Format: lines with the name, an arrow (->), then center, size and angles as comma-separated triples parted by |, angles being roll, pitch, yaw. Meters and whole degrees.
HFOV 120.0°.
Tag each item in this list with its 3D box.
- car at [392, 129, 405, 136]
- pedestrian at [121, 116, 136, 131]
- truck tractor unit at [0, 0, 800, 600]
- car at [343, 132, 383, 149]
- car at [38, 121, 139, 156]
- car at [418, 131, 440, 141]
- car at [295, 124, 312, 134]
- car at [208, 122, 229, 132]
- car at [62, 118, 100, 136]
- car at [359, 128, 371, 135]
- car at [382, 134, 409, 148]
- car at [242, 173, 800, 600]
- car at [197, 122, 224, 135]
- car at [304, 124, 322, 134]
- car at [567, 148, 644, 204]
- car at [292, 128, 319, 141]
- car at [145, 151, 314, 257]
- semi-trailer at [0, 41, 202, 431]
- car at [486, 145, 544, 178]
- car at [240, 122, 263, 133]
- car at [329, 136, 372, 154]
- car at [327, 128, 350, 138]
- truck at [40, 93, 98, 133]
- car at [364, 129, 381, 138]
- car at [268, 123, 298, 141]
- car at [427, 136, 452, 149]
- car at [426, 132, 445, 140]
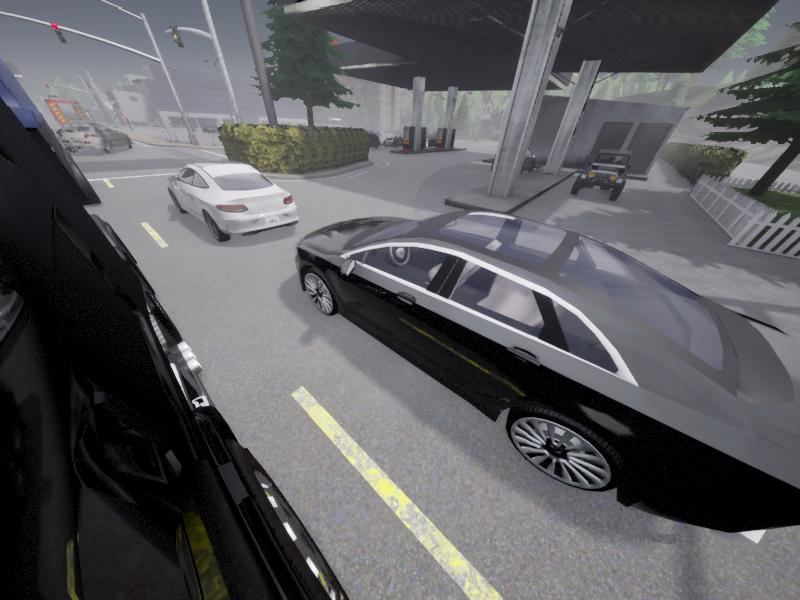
car -> -0.506, -60.970, 83.865 | 4.605, 1.855, 1.932 | 27, 43, 29
pedestrian -> -41.887, -27.223, 35.657 | 0.751, 1.860, 0.751 | 30, 45, 32
truck tractor unit -> -2.645, -0.295, 0.352 | 6.516, 4.208, 3.053 | 28, 44, 30
car -> -4.675, -20.669, 29.939 | 2.033, 1.649, 4.856 | 28, 44, 30
car -> -21.466, -11.477, 16.337 | 2.152, 1.651, 5.027 | -12, 40, -20
car -> 7.156, -40.913, 57.566 | 5.027, 1.636, 2.152 | 28, 43, 29
car -> -24.404, -43.456, 58.572 | 3.866, 1.878, 1.905 | 28, 43, 29
car -> -36.409, -34.706, 46.385 | 3.806, 1.475, 1.970 | 28, 43, 29
car -> -39.107, -21.220, 28.287 | 4.974, 1.542, 2.038 | 28, 44, 30
car -> -10.926, -52.832, 72.442 | 3.633, 1.501, 1.845 | 28, 43, 29
car -> -0.619, -23.390, 33.955 | 1.970, 1.475, 3.806 | 28, 44, 30
car -> 0.630, -0.193, 2.676 | 4.902, 1.511, 2.128 | 28, 44, 30
car -> -33.323, -30.177, 40.634 | 4.514, 1.523, 2.007 | 28, 43, 29
car -> -22.869, -44.892, 60.621 | 4.605, 1.855, 1.932 | 28, 43, 29
car -> 10.170, -6.305, 11.462 | 1.905, 1.878, 3.866 | 28, 43, 29
car -> -14.647, -25.720, 35.947 | 3.806, 1.475, 1.970 | 28, 43, 29
car -> -4.554, -2.835, 6.097 | 4.674, 1.442, 1.812 | 28, 43, 29
semi-trailer -> -8.714, -3.595, 4.212 | 14.254, 4.402, 2.717 | 28, 44, 30
car -> 8.573, -10.384, 17.093 | 2.242, 1.667, 4.611 | 28, 43, 29
car -> -32.564, -37.737, 50.546 | 5.027, 1.636, 2.152 | 28, 43, 29
car -> -5.240, -16.917, 25.106 | 1.994, 1.385, 4.181 | 28, 44, 30
car -> -12.704, -34.409, 47.578 | 4.514, 1.523, 2.007 | 28, 43, 29
truck -> -45.906, -25.765, 32.022 | 8.468, 3.827, 2.891 | 28, 44, 30
car -> -6.302, -38.794, 53.875 | 3.633, 1.501, 1.845 | 28, 43, 29
car -> -17.227, -24.725, 33.981 | 3.866, 1.878, 1.905 | 28, 43, 29
car -> 6.261, -24.839, 36.323 | 1.816, 1.474, 4.193 | 28, 44, 30
car -> 9.115, -42.314, 59.576 | 4.514, 1.523, 2.007 | 28, 43, 29
